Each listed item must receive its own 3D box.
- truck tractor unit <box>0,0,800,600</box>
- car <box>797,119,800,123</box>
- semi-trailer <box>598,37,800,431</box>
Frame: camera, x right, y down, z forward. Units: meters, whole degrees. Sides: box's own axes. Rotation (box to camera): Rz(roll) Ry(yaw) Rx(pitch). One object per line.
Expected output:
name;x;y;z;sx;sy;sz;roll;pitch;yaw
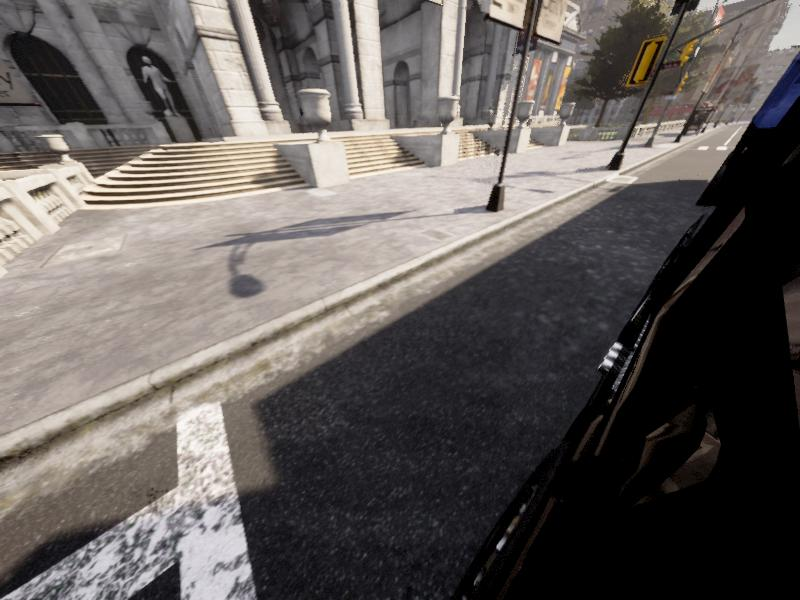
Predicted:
truck tractor unit;2.645;-0.295;0.352;6.516;4.208;3.053;-28;44;-30
car;87.617;-38.526;48.849;4.514;1.525;2.007;-13;38;-13
semi-trailer;8.696;-3.588;4.254;14.254;4.402;2.717;-28;43;-30
